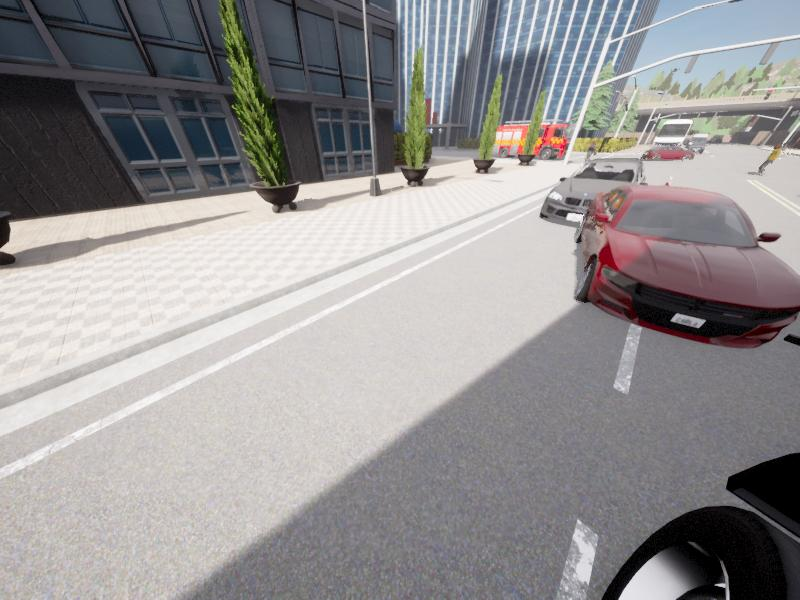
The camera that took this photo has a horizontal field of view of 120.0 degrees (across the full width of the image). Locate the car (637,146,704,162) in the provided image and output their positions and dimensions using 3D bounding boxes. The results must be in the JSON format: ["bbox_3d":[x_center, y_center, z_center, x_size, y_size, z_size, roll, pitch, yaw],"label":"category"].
[{"bbox_3d":[29.325,-16.019,25.255,4.181,1.385,1.994,8,36,11],"label":"car"}]

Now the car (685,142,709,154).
[{"bbox_3d":[46.334,-23.817,36.136,1.812,1.442,4.674,30,45,35],"label":"car"}]

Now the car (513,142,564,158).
[{"bbox_3d":[18.214,-19.948,30.685,5.238,1.638,1.930,29,45,35],"label":"car"}]

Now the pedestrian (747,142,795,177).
[{"bbox_3d":[24.001,-9.097,14.996,0.751,1.860,0.751,28,44,34],"label":"pedestrian"}]

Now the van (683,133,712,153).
[{"bbox_3d":[51.780,-27.455,40.306,1.988,2.561,5.915,30,45,35],"label":"van"}]

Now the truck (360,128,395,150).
[{"bbox_3d":[-5.290,-36.832,52.952,8.468,3.827,2.891,29,45,35],"label":"truck"}]

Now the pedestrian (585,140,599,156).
[{"bbox_3d":[25.984,-20.571,31.278,0.751,1.860,0.751,28,44,34],"label":"pedestrian"}]

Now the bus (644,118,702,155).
[{"bbox_3d":[43.210,-25.910,36.695,3.944,4.253,10.273,30,45,35],"label":"bus"}]

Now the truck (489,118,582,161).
[{"bbox_3d":[15.820,-19.310,27.901,2.891,3.827,8.468,-30,45,-35],"label":"truck"}]

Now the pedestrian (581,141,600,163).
[{"bbox_3d":[19.609,-15.268,23.795,0.751,1.860,0.751,30,45,35],"label":"pedestrian"}]

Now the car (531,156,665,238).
[{"bbox_3d":[6.669,-3.710,7.704,4.611,1.667,2.242,-29,44,-35],"label":"car"}]

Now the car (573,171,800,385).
[{"bbox_3d":[4.644,-1.202,4.245,1.882,1.535,5.008,19,40,26],"label":"car"}]
